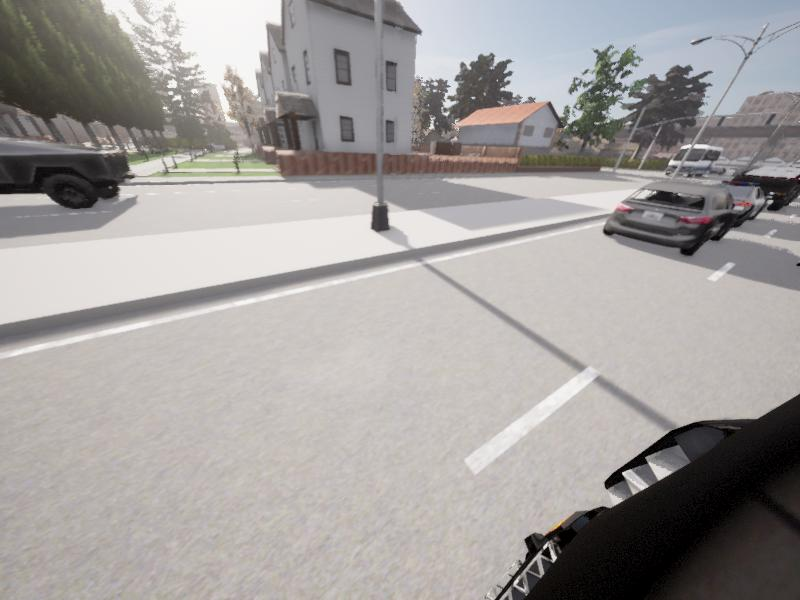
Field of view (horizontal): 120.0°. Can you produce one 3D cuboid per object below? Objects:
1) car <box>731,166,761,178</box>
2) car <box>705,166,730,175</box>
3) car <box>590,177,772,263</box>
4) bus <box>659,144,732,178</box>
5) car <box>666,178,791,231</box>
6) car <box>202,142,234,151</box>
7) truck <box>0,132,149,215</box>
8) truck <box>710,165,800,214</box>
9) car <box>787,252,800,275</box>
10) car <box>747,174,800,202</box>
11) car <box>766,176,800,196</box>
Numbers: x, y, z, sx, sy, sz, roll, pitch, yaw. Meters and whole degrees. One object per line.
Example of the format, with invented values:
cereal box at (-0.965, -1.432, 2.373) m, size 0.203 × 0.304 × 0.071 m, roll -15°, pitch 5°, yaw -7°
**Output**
car at (65.641, -24.406, 43.845) m, size 4.553 × 1.767 × 2.097 m, roll -16°, pitch 38°, yaw -26°
car at (63.774, -25.936, 46.390) m, size 4.181 × 1.385 × 1.994 m, roll -16°, pitch 38°, yaw -26°
car at (8.778, -2.789, 7.289) m, size 4.611 × 1.667 × 2.242 m, roll -16°, pitch 38°, yaw -26°
bus at (47.583, -22.346, 37.240) m, size 10.273 × 4.253 × 3.944 m, roll -16°, pitch 38°, yaw -26°
car at (14.652, -4.432, 10.312) m, size 4.974 × 1.542 × 2.038 m, roll -16°, pitch 38°, yaw -26°
car at (-40.550, -34.326, 51.641) m, size 2.038 × 1.542 × 4.974 m, roll 22°, pitch 38°, yaw 27°
truck at (-12.967, -4.009, 7.233) m, size 6.274 × 2.098 × 2.390 m, roll -16°, pitch 38°, yaw -26°
truck at (22.218, -6.856, 13.990) m, size 6.274 × 2.098 × 2.390 m, roll -16°, pitch 38°, yaw -26°
car at (12.037, -1.344, 5.671) m, size 4.718 × 1.301 × 1.895 m, roll -16°, pitch 38°, yaw -26°
car at (29.800, -8.818, 17.998) m, size 4.974 × 1.542 × 2.038 m, roll -16°, pitch 38°, yaw -26°
car at (36.669, -10.710, 21.555) m, size 4.718 × 1.301 × 1.895 m, roll -16°, pitch 38°, yaw -26°
